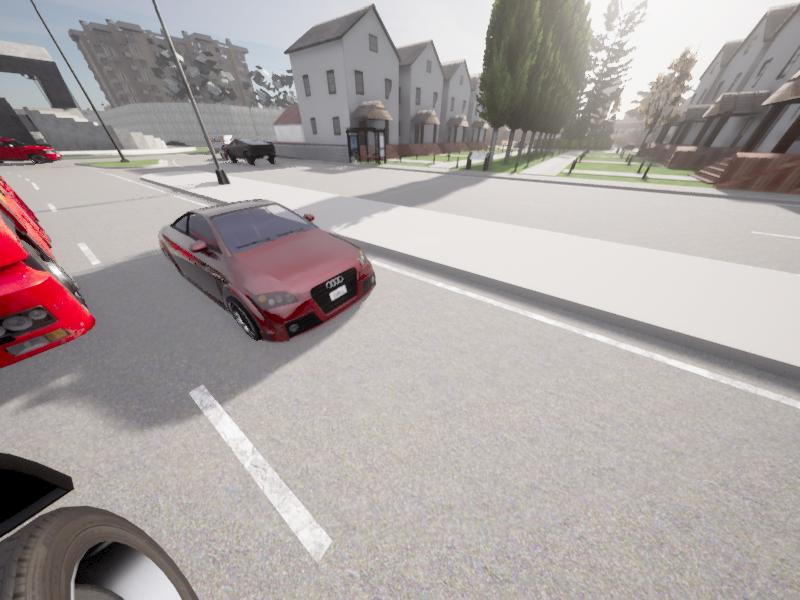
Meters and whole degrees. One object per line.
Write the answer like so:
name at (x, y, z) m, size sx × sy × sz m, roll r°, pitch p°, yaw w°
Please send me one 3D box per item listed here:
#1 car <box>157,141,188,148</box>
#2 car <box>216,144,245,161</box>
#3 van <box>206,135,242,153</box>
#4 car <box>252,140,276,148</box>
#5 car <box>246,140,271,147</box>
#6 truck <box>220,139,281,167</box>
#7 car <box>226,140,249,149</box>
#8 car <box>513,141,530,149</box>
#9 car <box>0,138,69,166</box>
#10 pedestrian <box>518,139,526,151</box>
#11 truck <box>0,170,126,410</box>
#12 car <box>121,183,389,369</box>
car at (-52.025, -35.658, 52.946) m, size 4.674 × 1.442 × 1.812 m, roll -4°, pitch 35°, yaw -5°
car at (-20.480, -17.824, 27.807) m, size 1.816 × 1.474 × 4.193 m, roll -26°, pitch 43°, yaw -32°
van at (-30.000, -26.813, 39.679) m, size 2.351 × 2.431 × 6.366 m, roll -7°, pitch 36°, yaw -10°
car at (-35.351, -40.736, 60.188) m, size 2.038 × 1.542 × 4.974 m, roll 24°, pitch 42°, yaw 30°
car at (-37.962, -42.050, 62.038) m, size 2.038 × 1.542 × 4.974 m, roll 24°, pitch 41°, yaw 30°
truck at (-14.748, -14.586, 22.703) m, size 6.274 × 2.098 × 2.390 m, roll 25°, pitch 42°, yaw 31°
car at (-37.493, -35.909, 53.226) m, size 5.238 × 1.638 × 1.930 m, roll 22°, pitch 40°, yaw 28°
car at (31.471, -40.324, 59.933) m, size 2.033 × 1.649 × 4.856 m, roll 2°, pitch 35°, yaw 2°
car at (-35.889, -13.615, 21.235) m, size 5.566 × 2.045 × 2.150 m, roll -20°, pitch 40°, yaw -26°
pedestrian at (23.823, -30.331, 45.113) m, size 0.751 × 1.860 × 0.751 m, roll 3°, pitch 35°, yaw 4°
truck at (-7.797, -1.622, 2.855) m, size 8.468 × 3.827 × 2.891 m, roll 22°, pitch 41°, yaw 28°
car at (-2.469, -0.919, 4.015) m, size 4.181 × 1.385 × 1.994 m, roll 23°, pitch 41°, yaw 28°
